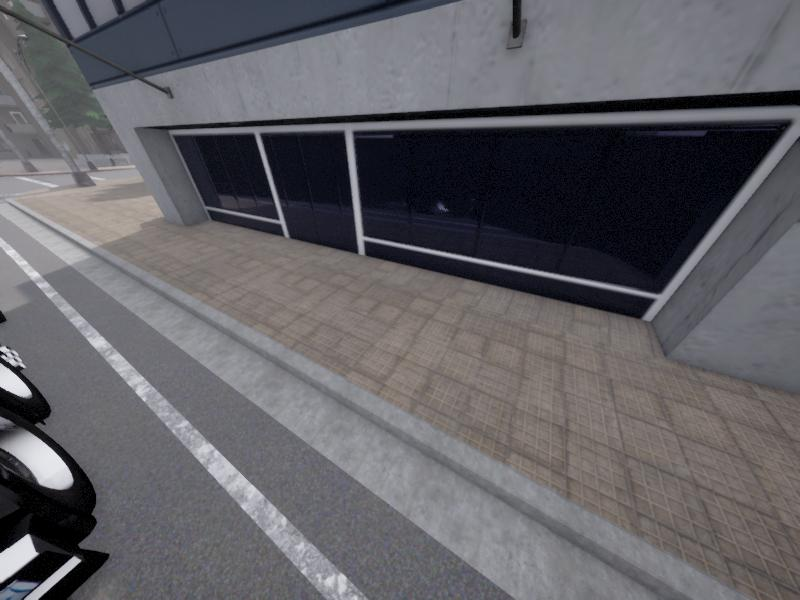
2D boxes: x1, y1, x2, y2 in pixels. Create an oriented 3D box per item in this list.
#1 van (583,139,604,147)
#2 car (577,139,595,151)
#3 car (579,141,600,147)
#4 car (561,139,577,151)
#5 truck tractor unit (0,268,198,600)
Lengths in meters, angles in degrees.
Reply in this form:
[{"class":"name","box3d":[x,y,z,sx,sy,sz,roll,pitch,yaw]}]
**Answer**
[{"class":"van","box3d":[60.816,-49.476,72.815,4.480,2.038,2.069,17,38,23]},{"class":"car","box3d":[37.728,-31.565,47.006,1.905,1.878,3.866,17,38,23]},{"class":"car","box3d":[65.691,-54.216,80.192,5.027,1.651,2.152,8,36,12]},{"class":"car","box3d":[34.975,-32.120,47.858,1.932,1.855,4.605,17,38,23]},{"class":"truck tractor unit","box3d":[-5.119,-0.292,0.772,6.516,4.208,3.053,18,39,24]}]
